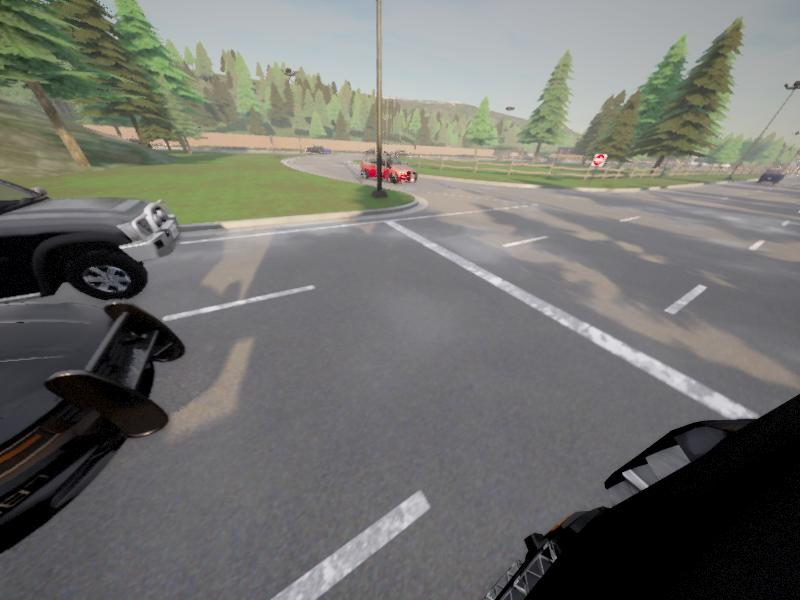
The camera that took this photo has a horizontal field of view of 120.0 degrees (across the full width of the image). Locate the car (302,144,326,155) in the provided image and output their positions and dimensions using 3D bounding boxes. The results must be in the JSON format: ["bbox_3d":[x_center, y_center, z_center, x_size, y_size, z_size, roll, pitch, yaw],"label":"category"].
[{"bbox_3d":[-19.180,-33.699,51.733,4.605,1.855,1.932,-16,38,-26],"label":"car"}]

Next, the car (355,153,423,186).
[{"bbox_3d":[-0.873,-9.722,17.096,4.611,1.667,2.242,27,40,31],"label":"car"}]

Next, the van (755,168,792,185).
[{"bbox_3d":[55.729,-18.465,34.476,4.442,1.987,1.775,-16,38,-26],"label":"van"}]

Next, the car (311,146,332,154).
[{"bbox_3d":[-19.785,-37.823,58.309,4.514,1.525,2.007,-16,38,-26],"label":"car"}]

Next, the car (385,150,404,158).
[{"bbox_3d":[-1.335,-36.380,57.632,4.181,1.385,1.994,-16,38,-26],"label":"car"}]

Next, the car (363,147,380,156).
[{"bbox_3d":[-7.479,-39.288,61.113,3.866,1.878,1.905,-16,38,-26],"label":"car"}]

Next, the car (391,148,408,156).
[{"bbox_3d":[-0.010,-43.668,68.318,4.605,1.855,1.932,-16,38,-26],"label":"car"}]

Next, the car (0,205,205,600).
[{"bbox_3d":[-4.256,0.966,0.693,5.238,1.638,1.930,-16,38,-26],"label":"car"}]

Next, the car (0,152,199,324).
[{"bbox_3d":[-6.063,-0.846,3.084,4.605,1.855,1.932,-17,38,-26],"label":"car"}]
